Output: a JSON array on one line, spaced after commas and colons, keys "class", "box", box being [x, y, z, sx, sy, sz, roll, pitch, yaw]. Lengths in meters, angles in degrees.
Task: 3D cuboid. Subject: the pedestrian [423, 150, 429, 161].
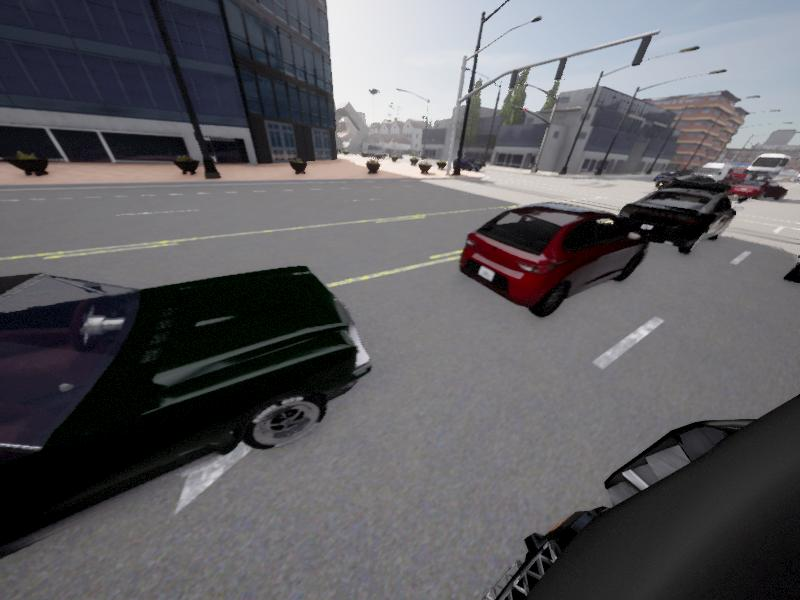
[{"class": "pedestrian", "box": [5.470, -30.306, 48.340, 0.751, 1.860, 0.751, -19, 39, -31]}]

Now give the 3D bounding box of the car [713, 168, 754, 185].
[{"class": "car", "box": [51.713, -19.251, 35.845, 5.566, 2.045, 2.150, -16, 38, -26]}]

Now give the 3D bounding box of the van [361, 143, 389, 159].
[{"class": "van", "box": [-5.337, -31.557, 48.855, 5.915, 2.561, 1.988, 26, 38, 30]}]

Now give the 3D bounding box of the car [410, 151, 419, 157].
[{"class": "car", "box": [4.773, -49.312, 77.977, 2.007, 1.525, 4.514, -2, 34, -9]}]

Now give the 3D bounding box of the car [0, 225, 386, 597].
[{"class": "car", "box": [-2.640, 0.634, 1.623, 4.718, 1.301, 1.895, -16, 38, -26]}]

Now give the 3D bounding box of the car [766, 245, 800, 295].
[{"class": "car", "box": [10.728, -0.990, 4.972, 4.792, 1.488, 2.163, -16, 38, -26]}]

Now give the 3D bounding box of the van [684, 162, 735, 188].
[{"class": "van", "box": [39.752, -16.063, 29.643, 5.915, 2.561, 1.988, -15, 38, -26]}]

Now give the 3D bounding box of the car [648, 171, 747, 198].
[{"class": "car", "box": [25.059, -9.852, 19.703, 5.008, 1.535, 1.882, 7, 33, 5]}]

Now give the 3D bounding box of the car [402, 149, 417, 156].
[{"class": "car", "box": [3.674, -59.514, 92.909, 5.566, 2.045, 2.150, -4, 34, -12]}]

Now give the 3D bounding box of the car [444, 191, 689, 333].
[{"class": "car", "box": [3.197, -1.101, 4.527, 4.193, 1.474, 1.816, -16, 38, -26]}]

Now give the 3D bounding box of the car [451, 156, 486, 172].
[{"class": "car", "box": [8.896, -17.850, 30.334, 1.816, 1.474, 4.193, -15, 38, -26]}]

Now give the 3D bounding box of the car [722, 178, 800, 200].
[{"class": "car", "box": [31.710, -9.748, 20.360, 4.181, 1.385, 1.994, -4, 34, -12]}]

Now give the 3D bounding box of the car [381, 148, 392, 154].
[{"class": "car", "box": [-5.151, -56.494, 87.560, 3.866, 1.878, 1.905, 28, 40, 32]}]

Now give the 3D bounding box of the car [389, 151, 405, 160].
[{"class": "car", "box": [-0.843, -32.944, 52.471, 2.033, 1.411, 5.357, -8, 35, -17]}]

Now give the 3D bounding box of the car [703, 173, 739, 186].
[{"class": "car", "box": [45.964, -17.300, 33.052, 4.674, 1.442, 1.812, -16, 38, -25]}]

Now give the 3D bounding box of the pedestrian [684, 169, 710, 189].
[{"class": "pedestrian", "box": [32.018, -13.055, 24.938, 0.751, 1.860, 0.751, 18, 36, 20]}]

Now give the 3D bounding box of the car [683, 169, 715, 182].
[{"class": "car", "box": [49.690, -20.709, 38.344, 5.008, 1.535, 1.882, -16, 38, -26]}]

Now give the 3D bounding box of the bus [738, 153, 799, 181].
[{"class": "bus", "box": [72.427, -26.150, 45.456, 10.273, 4.253, 3.944, -16, 38, -26]}]

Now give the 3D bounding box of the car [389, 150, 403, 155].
[{"class": "car", "box": [-1.747, -57.011, 89.116, 5.357, 1.411, 2.033, 28, 40, 32]}]

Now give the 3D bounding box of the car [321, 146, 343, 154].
[{"class": "car", "box": [-17.031, -37.893, 58.292, 4.892, 1.490, 1.837, 1, 33, -4]}]

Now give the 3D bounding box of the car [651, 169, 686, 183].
[{"class": "car", "box": [37.339, -17.190, 32.103, 4.193, 1.474, 1.816, -15, 38, -26]}]

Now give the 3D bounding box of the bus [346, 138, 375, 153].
[{"class": "bus", "box": [-15.440, -60.482, 90.425, 10.273, 4.253, 3.944, 7, 33, 5]}]

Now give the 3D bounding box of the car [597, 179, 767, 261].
[{"class": "car", "box": [9.159, -2.839, 7.492, 5.238, 1.638, 1.930, -16, 38, -26]}]

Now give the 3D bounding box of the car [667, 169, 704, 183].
[{"class": "car", "box": [43.377, -18.927, 35.125, 5.238, 1.638, 1.930, -16, 38, -26]}]

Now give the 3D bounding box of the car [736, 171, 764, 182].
[{"class": "car", "box": [63.179, -22.418, 41.723, 4.193, 1.474, 1.816, -17, 38, -25]}]
